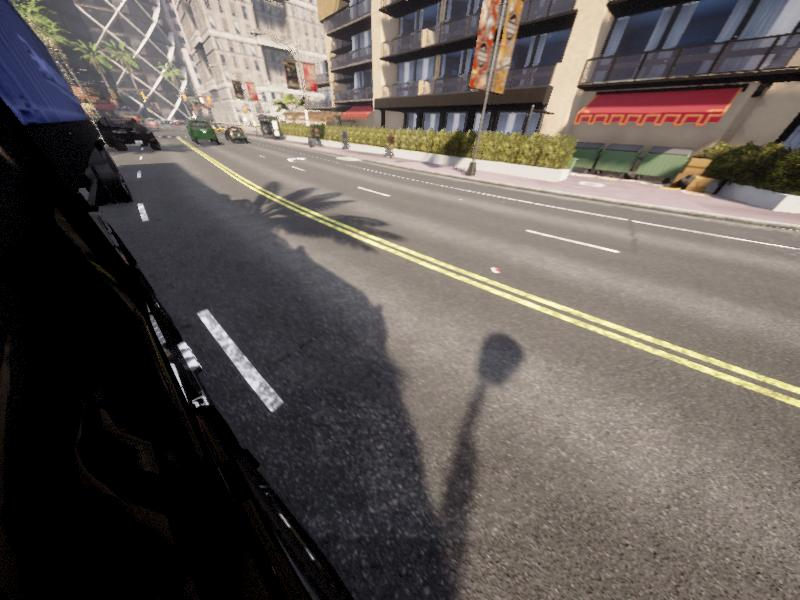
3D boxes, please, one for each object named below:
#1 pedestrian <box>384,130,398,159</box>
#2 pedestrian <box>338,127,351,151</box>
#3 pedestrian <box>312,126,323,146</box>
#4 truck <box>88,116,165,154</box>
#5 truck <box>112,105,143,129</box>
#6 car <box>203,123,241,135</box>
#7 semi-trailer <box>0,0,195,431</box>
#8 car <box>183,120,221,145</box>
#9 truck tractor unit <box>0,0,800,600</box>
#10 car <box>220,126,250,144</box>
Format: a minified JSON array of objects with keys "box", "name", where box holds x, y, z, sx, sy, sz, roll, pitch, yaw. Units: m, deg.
[{"box":[-0.716,-12.367,18.355,0.751,1.860,0.751,-27,46,-34],"name":"pedestrian"},{"box":[-5.465,-15.962,22.903,0.751,1.860,0.751,-28,46,-34],"name":"pedestrian"},{"box":[-9.310,-18.530,26.126,0.751,1.860,0.751,-20,42,-28],"name":"pedestrian"},{"box":[-21.358,-12.957,18.034,6.274,2.098,2.390,27,43,29],"name":"truck"},{"box":[-60.646,-40.818,51.690,2.891,3.827,8.468,-26,45,-33],"name":"truck"},{"box":[-33.993,-32.793,44.358,5.366,1.575,1.801,-10,38,-16],"name":"car"},{"box":[-8.364,-3.798,4.550,14.254,4.402,2.717,32,46,33],"name":"semi-trailer"},{"box":[-21.894,-18.510,25.495,2.150,2.045,5.566,-25,44,-32],"name":"car"},{"box":[-2.645,-0.295,0.352,6.516,4.208,3.053,28,44,30],"name":"truck tractor unit"},{"box":[-20.454,-20.509,28.636,1.851,1.617,3.988,-26,45,-33],"name":"car"}]
